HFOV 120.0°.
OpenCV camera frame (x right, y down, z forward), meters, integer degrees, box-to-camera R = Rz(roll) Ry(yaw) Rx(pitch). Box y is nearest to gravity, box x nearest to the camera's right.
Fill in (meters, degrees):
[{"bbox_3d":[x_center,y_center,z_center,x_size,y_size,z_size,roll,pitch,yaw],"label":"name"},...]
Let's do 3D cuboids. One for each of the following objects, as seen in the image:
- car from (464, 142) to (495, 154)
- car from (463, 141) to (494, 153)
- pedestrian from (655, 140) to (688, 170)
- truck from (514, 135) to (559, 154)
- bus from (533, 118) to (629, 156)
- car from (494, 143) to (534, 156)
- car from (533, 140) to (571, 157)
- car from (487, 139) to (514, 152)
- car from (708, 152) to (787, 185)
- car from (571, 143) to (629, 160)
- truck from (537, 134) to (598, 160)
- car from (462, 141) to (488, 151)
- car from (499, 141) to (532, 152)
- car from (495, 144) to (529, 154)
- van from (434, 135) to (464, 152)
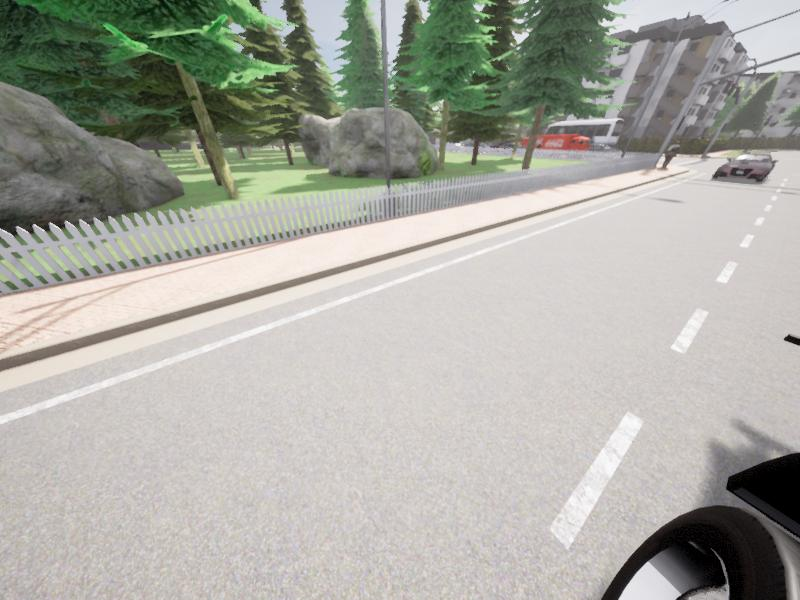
[{"bbox_3d":[13.348,-25.706,39.060,1.837,1.490,4.892,-21,40,-26],"label":"car"},{"bbox_3d":[14.444,-28.494,42.901,2.152,1.651,5.027,-21,40,-26],"label":"car"},{"bbox_3d":[20.430,-10.931,17.411,0.751,1.860,0.751,-21,40,-27],"label":"pedestrian"},{"bbox_3d":[22.294,-25.589,37.994,2.627,2.467,5.204,-21,40,-26],"label":"truck"},{"bbox_3d":[27.482,-25.302,36.009,3.944,4.253,10.273,-21,40,-26],"label":"bus"},{"bbox_3d":[16.917,-22.546,34.551,1.837,1.490,4.892,-21,40,-26],"label":"car"},{"bbox_3d":[21.887,-22.010,33.416,1.905,1.878,3.866,-21,40,-26],"label":"car"},{"bbox_3d":[18.614,-28.613,42.814,1.905,1.878,3.866,-20,40,-26],"label":"car"},{"bbox_3d":[21.448,-8.211,14.271,4.181,1.385,1.994,-22,40,-27],"label":"car"},{"bbox_3d":[25.194,-18.931,29.352,2.128,1.511,4.902,-20,40,-26],"label":"car"},{"bbox_3d":[20.919,-19.403,29.215,2.627,2.467,5.204,-21,40,-26],"label":"truck"},{"bbox_3d":[15.241,-31.456,47.180,1.882,1.535,5.008,-21,40,-26],"label":"car"},{"bbox_3d":[21.916,-29.268,43.995,1.801,1.575,5.366,-21,40,-26],"label":"car"},{"bbox_3d":[18.367,-24.887,38.039,1.895,1.301,4.718,-21,40,-26],"label":"car"},{"bbox_3d":[9.179,-29.819,44.021,1.988,2.561,5.915,-21,40,-26],"label":"van"}]
